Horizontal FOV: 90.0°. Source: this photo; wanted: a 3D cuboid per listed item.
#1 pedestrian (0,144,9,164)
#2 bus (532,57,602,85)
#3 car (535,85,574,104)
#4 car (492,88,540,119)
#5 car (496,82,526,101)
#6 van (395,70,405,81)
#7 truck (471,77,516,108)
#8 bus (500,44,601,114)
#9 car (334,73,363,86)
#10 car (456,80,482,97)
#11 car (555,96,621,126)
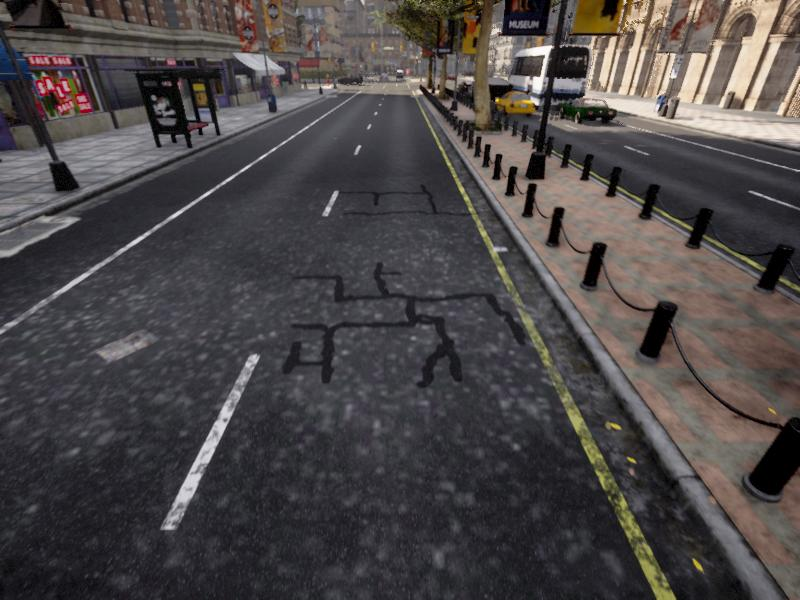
[{"bbox_3d":[-13.593,-5.048,13.145,0.500,1.100,0.500,1,30,2],"label":"pedestrian"},{"bbox_3d":[30.092,-41.503,72.586,10.273,4.253,3.944,0,30,-1],"label":"bus"},{"bbox_3d":[14.736,-19.802,38.470,1.895,1.301,4.718,0,30,0],"label":"car"},{"bbox_3d":[7.991,-13.865,28.069,1.801,1.575,5.366,0,30,0],"label":"car"},{"bbox_3d":[11.487,-21.814,41.713,1.837,1.490,4.892,0,30,0],"label":"car"},{"bbox_3d":[-0.026,-50.154,89.503,2.069,2.038,4.480,0,30,0],"label":"van"},{"bbox_3d":[7.988,-18.184,34.923,2.390,2.098,6.274,0,30,0],"label":"truck"},{"bbox_3d":[11.358,-17.755,32.065,3.944,4.253,10.273,0,30,0],"label":"bus"},{"bbox_3d":[-8.868,-38.438,69.671,4.605,1.855,1.932,3,30,7],"label":"car"},{"bbox_3d":[7.983,-24.838,46.853,2.128,1.511,4.902,0,30,0],"label":"car"},{"bbox_3d":[11.492,-11.828,24.878,1.895,1.301,4.718,0,30,0],"label":"car"}]
